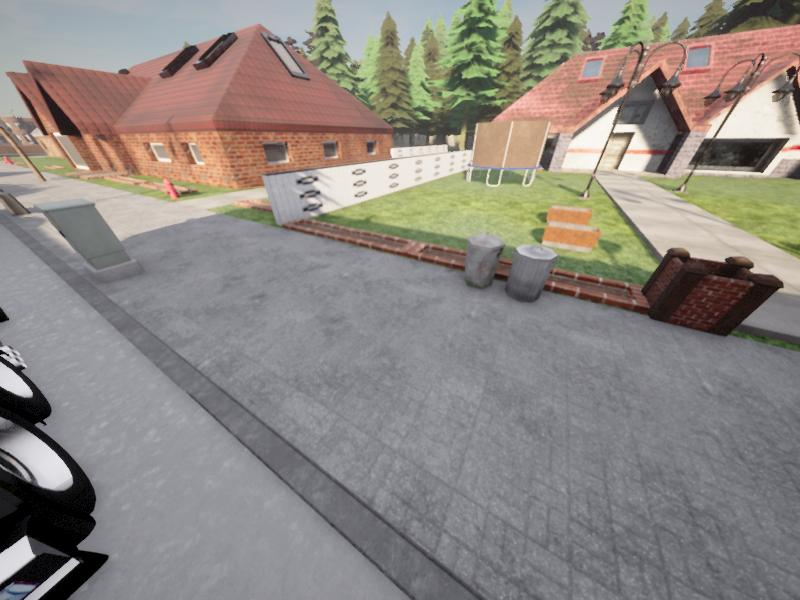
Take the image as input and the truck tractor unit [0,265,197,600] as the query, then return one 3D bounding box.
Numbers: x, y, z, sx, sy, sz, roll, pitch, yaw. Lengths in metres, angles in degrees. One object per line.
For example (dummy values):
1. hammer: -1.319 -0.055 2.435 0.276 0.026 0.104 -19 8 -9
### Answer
1. truck tractor unit: -5.118 -0.291 0.781 6.516 4.208 3.053 18 39 24
